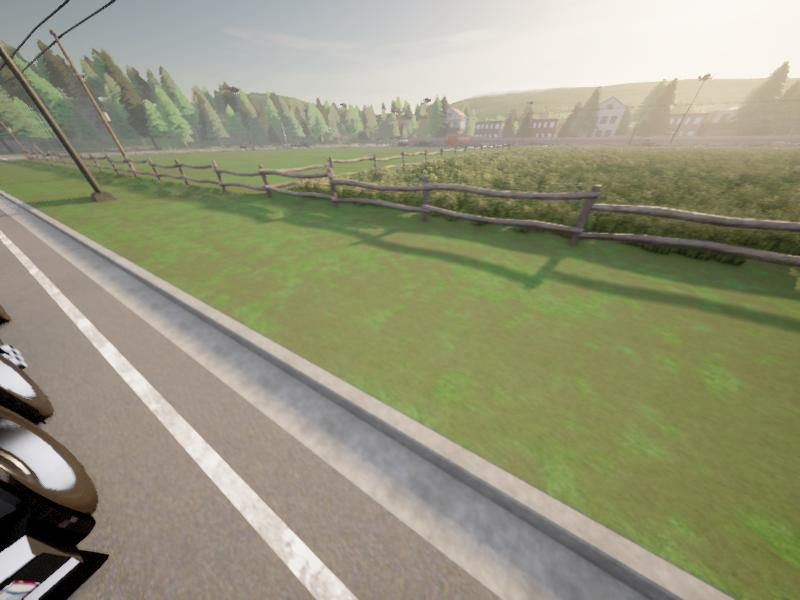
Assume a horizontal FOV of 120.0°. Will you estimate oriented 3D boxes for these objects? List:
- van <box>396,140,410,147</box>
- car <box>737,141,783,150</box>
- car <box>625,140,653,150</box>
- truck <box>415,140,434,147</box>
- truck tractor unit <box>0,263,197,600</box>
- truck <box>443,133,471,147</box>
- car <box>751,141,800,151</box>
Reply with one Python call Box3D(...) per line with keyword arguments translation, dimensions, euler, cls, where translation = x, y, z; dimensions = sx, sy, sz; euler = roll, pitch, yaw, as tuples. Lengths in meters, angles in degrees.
Box3D(translation=(0.988, -56.717, 83.708), dimensions=(4.480, 2.038, 2.069), euler=(18, 39, 25), cls="van")
Box3D(translation=(77.817, -33.527, 50.089), dimensions=(5.008, 1.535, 1.882), euler=(18, 39, 25), cls="car")
Box3D(translation=(55.811, -36.280, 53.963), dimensions=(3.866, 1.878, 1.905), euler=(18, 39, 25), cls="car")
Box3D(translation=(8.810, -56.485, 83.239), dimensions=(6.274, 2.098, 2.390), euler=(18, 39, 25), cls="truck")
Box3D(translation=(-5.119, -0.292, 0.779), dimensions=(6.516, 4.208, 3.053), euler=(18, 39, 24), cls="truck tractor unit")
Box3D(translation=(19.770, -55.903, 80.785), dimensions=(8.468, 3.827, 2.891), euler=(18, 39, 25), cls="truck")
Box3D(translation=(76.922, -31.508, 47.192), dimensions=(5.366, 1.575, 1.801), euler=(18, 39, 25), cls="car")
